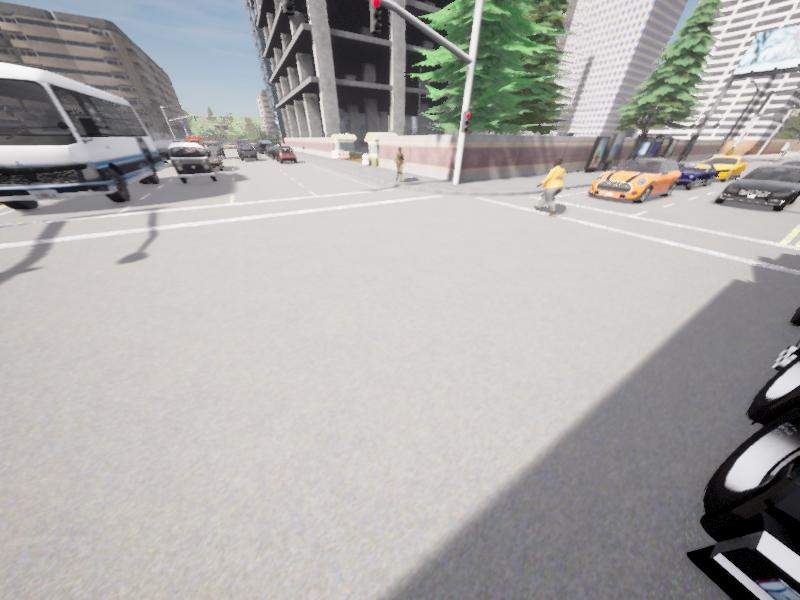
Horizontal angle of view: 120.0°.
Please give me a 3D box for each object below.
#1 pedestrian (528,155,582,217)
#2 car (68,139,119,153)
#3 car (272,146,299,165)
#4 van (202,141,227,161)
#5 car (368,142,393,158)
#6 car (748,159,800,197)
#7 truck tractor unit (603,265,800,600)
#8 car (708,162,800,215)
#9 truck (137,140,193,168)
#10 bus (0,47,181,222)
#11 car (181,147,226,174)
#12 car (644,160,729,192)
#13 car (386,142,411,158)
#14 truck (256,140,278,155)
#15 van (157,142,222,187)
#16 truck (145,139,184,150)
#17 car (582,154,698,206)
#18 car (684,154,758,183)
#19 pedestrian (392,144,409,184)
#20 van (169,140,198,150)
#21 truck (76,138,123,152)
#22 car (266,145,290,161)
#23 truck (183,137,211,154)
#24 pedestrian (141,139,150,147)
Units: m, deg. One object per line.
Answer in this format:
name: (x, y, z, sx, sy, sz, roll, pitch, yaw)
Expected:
pedestrian: (5.427, -4.025, 8.221, 0.751, 1.860, 0.751, -13, 37, -19)
car: (-52.977, -26.727, 40.102, 4.605, 1.855, 1.932, -18, 39, -24)
car: (-12.918, -16.402, 26.052, 1.851, 1.617, 3.988, -18, 39, -25)
van: (-23.973, -19.485, 30.046, 1.775, 1.987, 4.442, -18, 39, -25)
car: (-2.827, -21.515, 33.044, 1.905, 1.878, 3.866, -18, 39, -24)
car: (22.568, -7.093, 13.201, 4.892, 1.490, 1.837, -18, 39, -24)
truck tractor unit: (5.108, -0.303, 0.788, 6.516, 4.208, 3.053, -18, 38, -24)
car: (16.319, -5.074, 10.226, 4.892, 1.490, 1.837, -18, 39, -25)
truck: (-23.112, -14.736, 23.113, 2.390, 2.098, 6.274, -18, 39, -25)
bus: (-14.423, -7.247, 10.516, 3.944, 4.253, 10.273, -18, 39, -25)
car: (-16.572, -12.082, 19.774, 2.152, 1.651, 5.027, -18, 39, -25)
car: (17.616, -7.715, 14.219, 4.718, 1.301, 1.895, -18, 39, -24)
car: (-0.280, -22.340, 34.260, 1.905, 1.878, 3.866, -18, 39, -24)
truck: (-23.568, -27.038, 40.840, 2.390, 2.098, 6.274, -18, 39, -25)
van: (-12.927, -8.630, 14.469, 2.069, 2.038, 4.480, -21, 40, -28)
truck: (-58.054, -38.572, 57.199, 6.274, 2.098, 2.390, -18, 39, -25)
car: (11.547, -5.960, 11.189, 4.553, 1.767, 2.097, -18, 39, -24)
car: (23.626, -9.753, 17.008, 5.008, 1.535, 1.882, -18, 39, -24)
pedestrian: (0.000, -7.706, 13.120, 0.751, 1.860, 0.751, -9, 36, -14)
van: (-52.620, -37.859, 56.329, 4.442, 1.987, 1.775, -11, 36, -16)
truck: (-54.481, -28.222, 42.076, 4.478, 2.038, 2.069, -18, 39, -24)
car: (-16.251, -19.632, 30.734, 1.882, 1.535, 5.008, -18, 39, -25)
truck: (-36.164, -27.675, 41.302, 2.627, 2.467, 5.204, -18, 39, -25)
pedestrian: (-70.586, -43.619, 64.166, 0.751, 1.860, 0.751, -11, 36, -16)
